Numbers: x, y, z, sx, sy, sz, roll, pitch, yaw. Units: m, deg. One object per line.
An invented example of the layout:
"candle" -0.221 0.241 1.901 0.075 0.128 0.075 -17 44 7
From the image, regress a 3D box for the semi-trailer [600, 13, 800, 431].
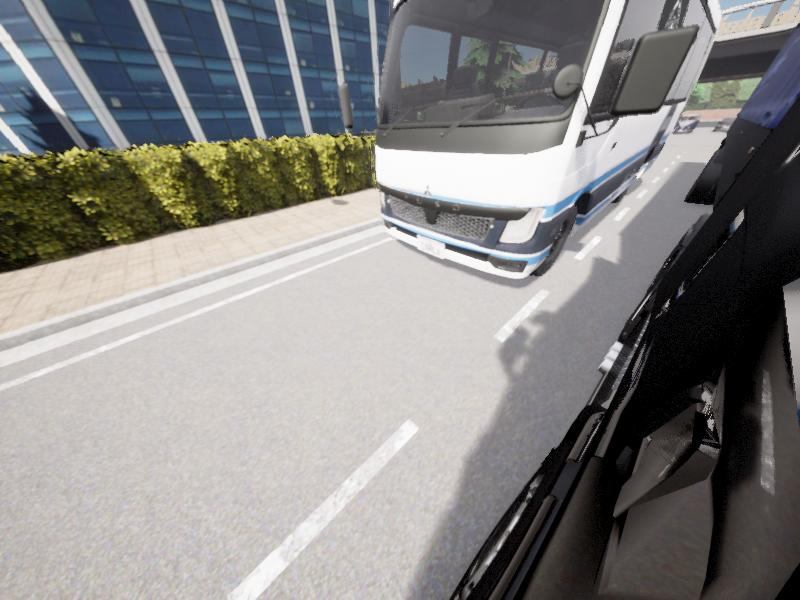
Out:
"semi-trailer" 8.557 -3.707 4.350 14.254 4.402 2.717 -30 45 -31

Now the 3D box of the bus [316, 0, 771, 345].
"bus" 4.087 -4.257 5.484 10.273 4.253 3.944 -32 46 -30

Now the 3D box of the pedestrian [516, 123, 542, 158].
"pedestrian" 8.427 -10.417 15.115 0.751 1.860 0.751 -26 43 -27

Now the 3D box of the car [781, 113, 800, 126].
"car" 60.041 -27.252 34.843 4.181 1.385 1.994 -30 45 -32

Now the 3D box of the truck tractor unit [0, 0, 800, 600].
"truck tractor unit" 2.645 -0.295 0.351 6.516 4.208 3.053 -28 44 -30

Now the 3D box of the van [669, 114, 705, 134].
"van" 37.057 -22.744 29.842 4.442 1.987 1.775 -28 44 -30

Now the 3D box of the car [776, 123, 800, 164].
"car" 21.466 -7.827 11.391 2.038 1.542 4.974 29 47 35
